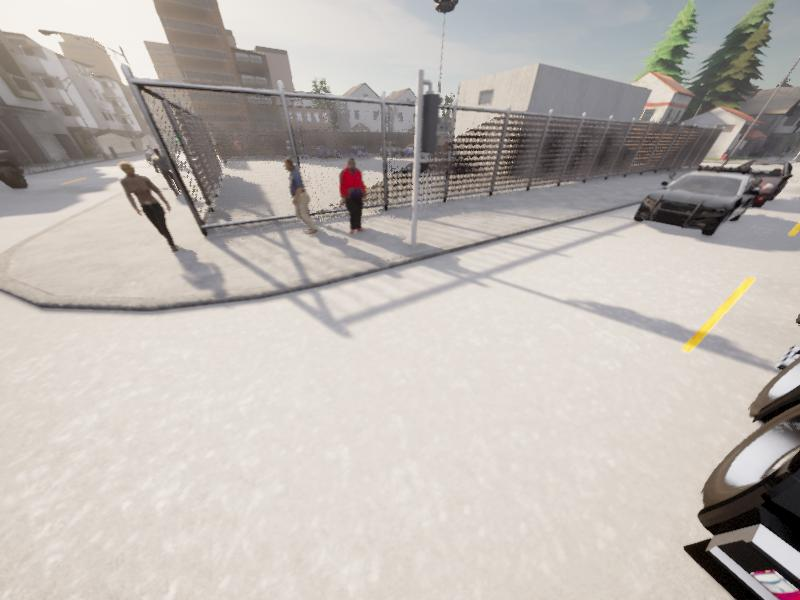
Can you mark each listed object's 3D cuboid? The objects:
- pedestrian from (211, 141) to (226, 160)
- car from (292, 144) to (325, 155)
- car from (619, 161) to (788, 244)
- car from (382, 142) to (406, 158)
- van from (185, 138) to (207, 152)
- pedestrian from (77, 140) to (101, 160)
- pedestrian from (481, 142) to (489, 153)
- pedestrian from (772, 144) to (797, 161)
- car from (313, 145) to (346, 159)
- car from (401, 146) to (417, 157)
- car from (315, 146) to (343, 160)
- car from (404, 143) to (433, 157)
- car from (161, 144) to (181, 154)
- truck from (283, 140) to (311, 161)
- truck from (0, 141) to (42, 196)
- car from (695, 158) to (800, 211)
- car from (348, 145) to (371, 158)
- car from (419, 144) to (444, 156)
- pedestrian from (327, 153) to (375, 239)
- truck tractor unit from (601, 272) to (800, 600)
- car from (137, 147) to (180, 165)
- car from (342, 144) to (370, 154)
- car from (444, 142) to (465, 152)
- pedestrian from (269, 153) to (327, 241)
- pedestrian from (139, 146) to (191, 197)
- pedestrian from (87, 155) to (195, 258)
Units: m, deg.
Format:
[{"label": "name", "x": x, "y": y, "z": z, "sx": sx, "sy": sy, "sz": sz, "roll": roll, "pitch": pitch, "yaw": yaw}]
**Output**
[{"label": "pedestrian", "x": -22.059, "y": -18.219, "z": 28.134, "sx": 0.751, "sy": 1.860, "sz": 0.751, "roll": -14, "pitch": 37, "yaw": -20}, {"label": "car", "x": -16.469, "y": -27.301, "z": 41.759, "sx": 4.902, "sy": 1.511, "sz": 2.128, "roll": -19, "pitch": 39, "yaw": -26}, {"label": "car", "x": 9.965, "y": -3.439, "z": 7.591, "sx": 5.238, "sy": 1.638, "sz": 1.930, "roll": -19, "pitch": 39, "yaw": -25}, {"label": "car", "x": -0.987, "y": -22.658, "z": 34.783, "sx": 1.905, "sy": 1.878, "sz": 3.866, "roll": -18, "pitch": 39, "yaw": -25}, {"label": "van", "x": -44.525, "y": -33.963, "z": 50.664, "sx": 2.351, "sy": 2.431, "sz": 6.366, "roll": -18, "pitch": 39, "yaw": -25}, {"label": "pedestrian", "x": -36.407, "y": -17.572, "z": 27.080, "sx": 0.751, "sy": 1.860, "sz": 0.751, "roll": -19, "pitch": 39, "yaw": -25}, {"label": "pedestrian", "x": 16.242, "y": -29.190, "z": 44.226, "sx": 0.751, "sy": 1.860, "sz": 0.751, "roll": -21, "pitch": 40, "yaw": -27}, {"label": "pedestrian", "x": 52.234, "y": -20.030, "z": 31.375, "sx": 0.751, "sy": 1.860, "sz": 0.751, "roll": -12, "pitch": 37, "yaw": -17}, {"label": "car", "x": -9.420, "y": -19.968, "z": 31.126, "sx": 3.705, "sy": 1.547, "sz": 1.789, "roll": -18, "pitch": 39, "yaw": -25}, {"label": "car", "x": 1.313, "y": -22.676, "z": 35.196, "sx": 1.481, "sy": 1.379, "sz": 2.207, "roll": -18, "pitch": 39, "yaw": -25}, {"label": "car", "x": -9.697, "y": -19.923, "z": 31.185, "sx": 2.033, "sy": 1.415, "sz": 5.357, "roll": -18, "pitch": 39, "yaw": -25}, {"label": "car", "x": 2.841, "y": -23.673, "z": 36.458, "sx": 2.242, "sy": 1.667, "sz": 4.611, "roll": -18, "pitch": 39, "yaw": -25}, {"label": "car", "x": -45.786, "y": -30.248, "z": 46.229, "sx": 1.970, "sy": 1.475, "sz": 3.806, "roll": -18, "pitch": 39, "yaw": -25}, {"label": "truck", "x": -13.194, "y": -19.128, "z": 29.468, "sx": 2.069, "sy": 2.038, "sz": 4.478, "roll": -18, "pitch": 39, "yaw": -25}, {"label": "truck", "x": -20.036, "y": -5.565, "z": 9.987, "sx": 2.390, "sy": 2.098, "sz": 6.274, "roll": -19, "pitch": 39, "yaw": -25}, {"label": "car", "x": 15.777, "y": -5.300, "z": 10.345, "sx": 3.988, "sy": 1.617, "sz": 1.851, "roll": -18, "pitch": 39, "yaw": -25}, {"label": "car", "x": -5.871, "y": -21.515, "z": 33.397, "sx": 1.845, "sy": 1.501, "sz": 3.633, "roll": -18, "pitch": 39, "yaw": -25}, {"label": "car", "x": 5.202, "y": -24.888, "z": 38.343, "sx": 1.816, "sy": 1.474, "sz": 4.193, "roll": -18, "pitch": 39, "yaw": -25}, {"label": "pedestrian", "x": -1.214, "y": -2.649, "z": 5.928, "sx": 0.751, "sy": 1.860, "sz": 0.751, "roll": -22, "pitch": 41, "yaw": -29}, {"label": "truck tractor unit", "x": 5.121, "y": -0.291, "z": 0.761, "sx": 6.516, "sy": 4.208, "sz": 3.053, "roll": -18, "pitch": 39, "yaw": -23}, {"label": "car", "x": -26.300, "y": -15.915, "z": 25.419, "sx": 2.033, "sy": 1.411, "sz": 5.357, "roll": -18, "pitch": 39, "yaw": -25}, {"label": "car", "x": -8.613, "y": -29.874, "z": 45.536, "sx": 4.892, "sy": 1.490, "sz": 1.837, "roll": -19, "pitch": 39, "yaw": -25}, {"label": "car", "x": 12.112, "y": -33.987, "z": 51.277, "sx": 3.866, "sy": 1.878, "sz": 1.905, "roll": -13, "pitch": 37, "yaw": -18}, {"label": "pedestrian", "x": -2.513, "y": -2.577, "z": 5.814, "sx": 0.751, "sy": 1.860, "sz": 0.751, "roll": -23, "pitch": 41, "yaw": -29}, {"label": "pedestrian", "x": -10.161, "y": -5.598, "z": 10.088, "sx": 0.751, "sy": 1.860, "sz": 0.751, "roll": -16, "pitch": 38, "yaw": -22}, {"label": "pedestrian", "x": -5.336, "y": -1.986, "z": 4.941, "sx": 0.751, "sy": 1.860, "sz": 0.751, "roll": -24, "pitch": 41, "yaw": -30}]
